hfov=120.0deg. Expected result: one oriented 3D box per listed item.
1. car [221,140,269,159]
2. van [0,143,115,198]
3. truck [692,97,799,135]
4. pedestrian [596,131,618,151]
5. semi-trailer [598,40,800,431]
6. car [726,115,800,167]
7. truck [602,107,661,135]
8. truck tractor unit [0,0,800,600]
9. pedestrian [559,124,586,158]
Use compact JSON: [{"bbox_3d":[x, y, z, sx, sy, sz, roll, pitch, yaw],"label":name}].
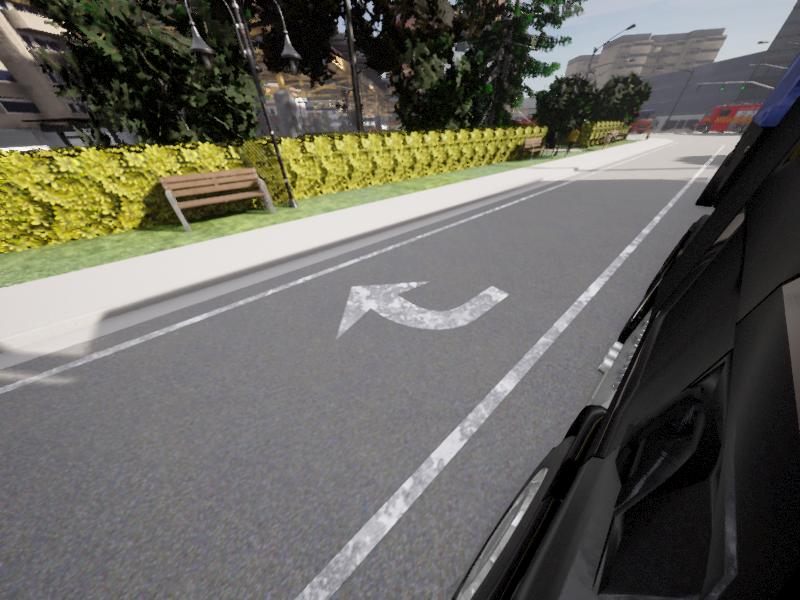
[{"bbox_3d":[-18.448,-18.204,27.855,1.801,1.575,5.366,2,37,5],"label":"car"},{"bbox_3d":[-20.156,-7.436,13.024,2.069,2.038,4.480,2,37,5],"label":"van"},{"bbox_3d":[50.386,-27.121,34.387,2.891,3.827,8.468,2,37,5],"label":"truck"},{"bbox_3d":[17.136,-13.205,19.146,0.751,1.300,0.751,-30,44,-32],"label":"pedestrian"},{"bbox_3d":[8.699,-3.581,4.261,14.254,4.402,2.717,-28,44,-30],"label":"semi-trailer"},{"bbox_3d":[20.822,-8.968,12.886,5.566,2.045,2.150,-28,43,-30],"label":"car"},{"bbox_3d":[44.507,-34.620,44.984,2.891,3.827,8.468,2,36,5],"label":"truck"},{"bbox_3d":[2.645,-0.295,0.351,6.516,4.208,3.053,-28,44,-30],"label":"truck tractor unit"},{"bbox_3d":[11.777,-10.895,15.842,0.751,1.860,0.751,-30,45,-32],"label":"pedestrian"}]
